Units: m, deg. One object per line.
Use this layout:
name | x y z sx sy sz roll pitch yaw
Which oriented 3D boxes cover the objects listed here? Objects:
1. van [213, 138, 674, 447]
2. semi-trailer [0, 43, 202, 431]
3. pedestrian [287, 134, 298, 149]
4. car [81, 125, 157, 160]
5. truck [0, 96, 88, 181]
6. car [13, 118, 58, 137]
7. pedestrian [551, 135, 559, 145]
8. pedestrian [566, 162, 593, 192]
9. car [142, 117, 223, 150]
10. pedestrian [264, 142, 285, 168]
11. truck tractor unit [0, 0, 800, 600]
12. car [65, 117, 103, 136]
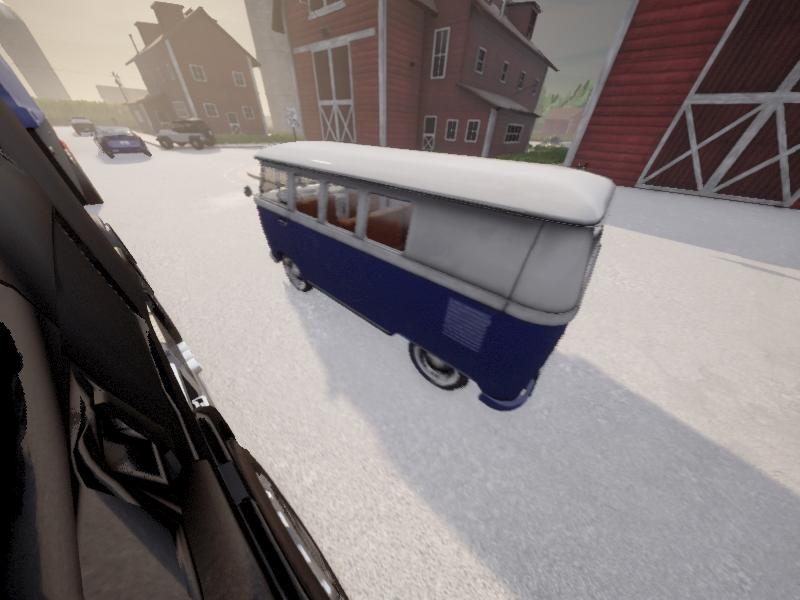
van | -0.213 -0.822 3.061 4.442 1.987 1.775 28 44 30
semi-trailer | -8.697 -3.607 4.227 14.254 4.402 2.717 28 44 30
pedestrian | -10.063 -14.892 21.670 0.500 1.100 0.500 27 43 29
car | -17.764 -10.037 14.596 4.792 1.488 2.163 28 44 30
truck | -16.109 -6.775 9.609 5.204 2.467 2.627 28 44 30
car | -37.563 -17.817 23.904 4.181 1.385 1.994 28 44 30
pedestrian | 36.239 -37.401 53.998 0.751 1.860 0.751 -22 43 -29
pedestrian | 7.967 -5.468 10.280 0.500 1.100 0.500 28 44 30
car | -16.886 -13.100 18.213 3.866 1.878 1.905 -1 43 -2
pedestrian | -6.609 -7.631 12.190 0.500 1.100 0.500 20 40 21
truck tractor unit | -2.645 -0.295 0.351 6.516 4.208 3.053 28 44 30
car | -38.186 -21.008 27.892 5.238 1.638 1.930 28 44 30
